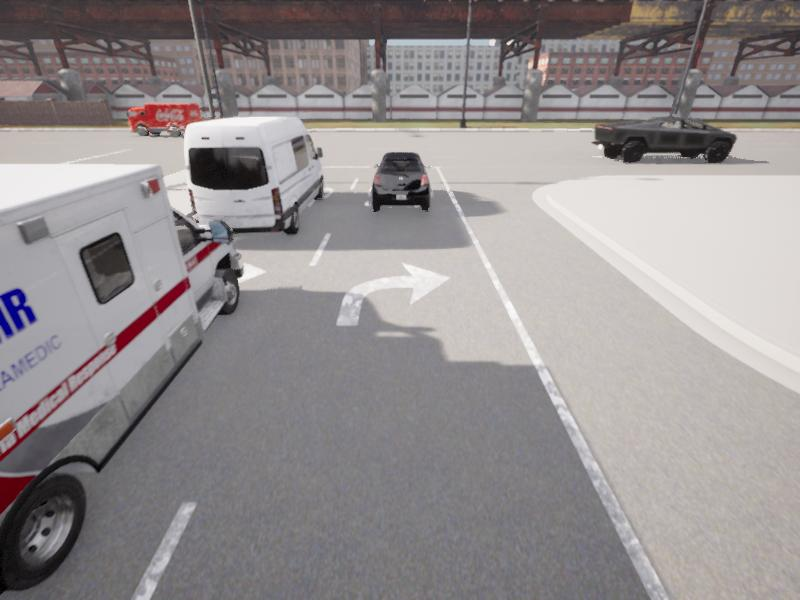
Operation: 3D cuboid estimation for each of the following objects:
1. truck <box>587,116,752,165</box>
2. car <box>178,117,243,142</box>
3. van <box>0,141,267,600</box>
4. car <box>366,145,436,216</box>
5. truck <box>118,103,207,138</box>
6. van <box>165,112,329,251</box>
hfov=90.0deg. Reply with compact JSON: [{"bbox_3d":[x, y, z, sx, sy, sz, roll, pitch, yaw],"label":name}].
[{"bbox_3d":[13.344,-8.138,20.277,6.274,2.098,2.390,1,27,1],"label":"truck"},{"bbox_3d":[-13.918,-12.610,29.596,3.705,1.549,1.789,0,27,0],"label":"car"},{"bbox_3d":[-3.495,0.193,3.614,2.351,2.431,6.366,0,27,0],"label":"van"},{"bbox_3d":[0.048,-3.856,12.516,1.845,1.501,3.633,0,27,1],"label":"car"},{"bbox_3d":[-19.113,-14.626,32.520,5.204,2.467,2.627,0,27,0],"label":"truck"},{"bbox_3d":[-3.492,-3.577,10.862,1.988,2.561,5.915,0,27,0],"label":"van"}]
